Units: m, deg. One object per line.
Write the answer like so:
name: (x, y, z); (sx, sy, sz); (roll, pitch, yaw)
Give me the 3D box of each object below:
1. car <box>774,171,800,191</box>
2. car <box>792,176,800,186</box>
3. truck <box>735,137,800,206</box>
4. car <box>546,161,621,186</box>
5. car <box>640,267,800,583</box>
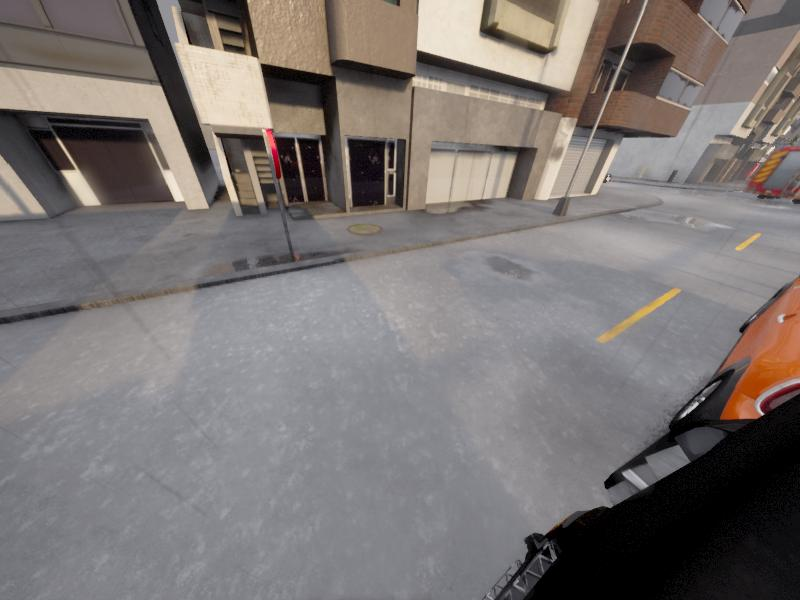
car: (45.541, -13.614, 26.302); (4.553, 1.767, 2.097); (-16, 38, -26)
car: (58.535, -17.230, 32.933); (5.366, 1.575, 1.801); (-16, 38, -26)
truck: (30.556, -8.585, 15.747); (8.468, 3.827, 2.891); (4, 34, 2)
car: (17.419, -12.261, 22.265); (2.152, 1.651, 5.027); (-14, 37, -24)
car: (4.629, 0.594, 1.780); (4.553, 1.767, 2.097); (-16, 38, -26)
